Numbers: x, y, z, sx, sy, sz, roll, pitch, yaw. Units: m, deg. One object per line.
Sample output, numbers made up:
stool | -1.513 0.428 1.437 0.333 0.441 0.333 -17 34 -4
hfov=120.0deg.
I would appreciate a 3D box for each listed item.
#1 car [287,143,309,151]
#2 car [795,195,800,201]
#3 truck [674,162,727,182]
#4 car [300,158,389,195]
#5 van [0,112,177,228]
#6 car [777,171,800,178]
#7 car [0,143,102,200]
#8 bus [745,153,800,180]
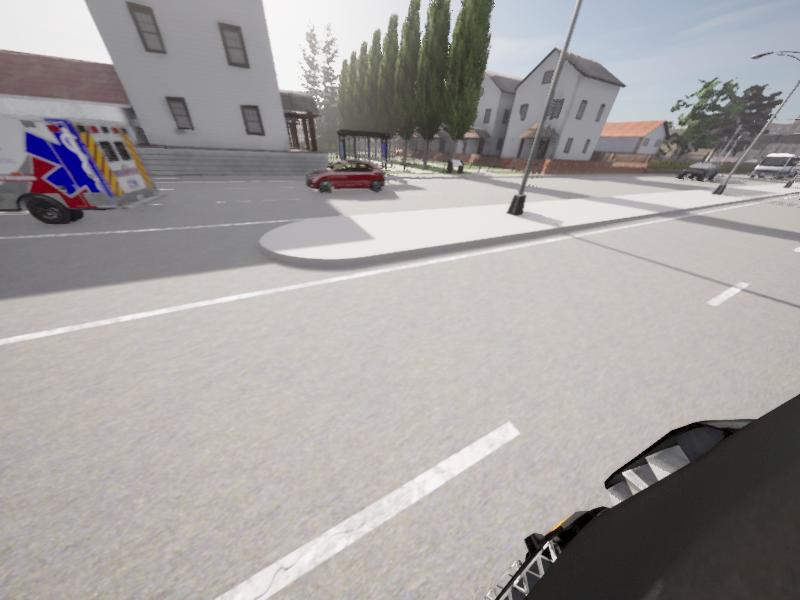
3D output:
car | -26.830 -40.149 60.788 4.974 1.542 2.038 17 36 20
car | 33.872 -8.511 17.911 4.611 1.667 2.242 -14 37 -24
truck | 41.365 -17.638 31.839 6.274 2.098 2.390 -14 37 -23
car | -2.880 -6.654 12.401 4.193 1.474 1.816 -13 37 -23
van | -10.867 -3.433 6.065 6.366 2.431 2.351 -8 35 -17
car | 91.514 -29.526 54.310 4.181 1.385 1.994 -14 37 -23
car | -15.192 -4.593 8.181 5.238 1.638 1.930 -7 35 -14
bus | 75.821 -26.818 46.408 10.273 4.253 3.944 -14 37 -23
